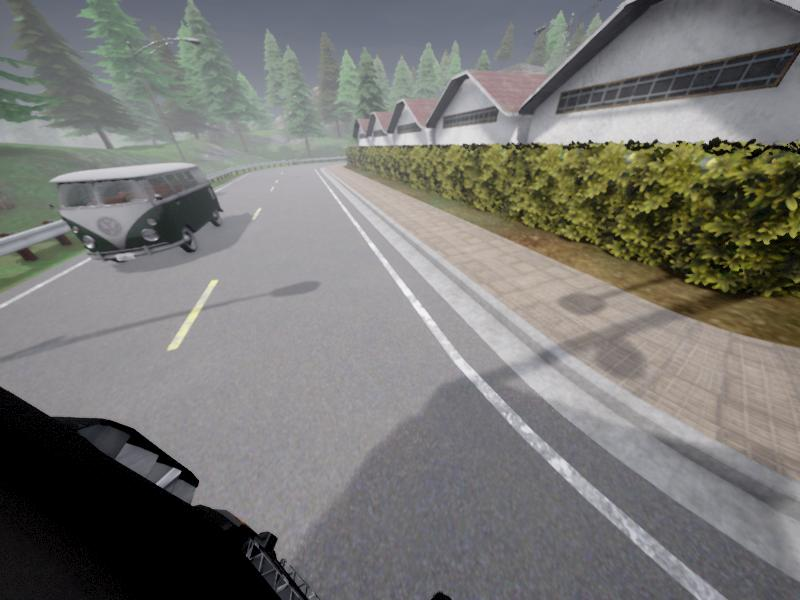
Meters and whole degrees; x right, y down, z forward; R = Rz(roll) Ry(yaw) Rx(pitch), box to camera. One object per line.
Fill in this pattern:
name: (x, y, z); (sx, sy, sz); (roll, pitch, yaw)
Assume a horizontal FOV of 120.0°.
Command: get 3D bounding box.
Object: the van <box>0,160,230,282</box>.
van: (-6.638, -2.546, 6.339); (1.775, 1.987, 4.442); (-13, 36, -15)
